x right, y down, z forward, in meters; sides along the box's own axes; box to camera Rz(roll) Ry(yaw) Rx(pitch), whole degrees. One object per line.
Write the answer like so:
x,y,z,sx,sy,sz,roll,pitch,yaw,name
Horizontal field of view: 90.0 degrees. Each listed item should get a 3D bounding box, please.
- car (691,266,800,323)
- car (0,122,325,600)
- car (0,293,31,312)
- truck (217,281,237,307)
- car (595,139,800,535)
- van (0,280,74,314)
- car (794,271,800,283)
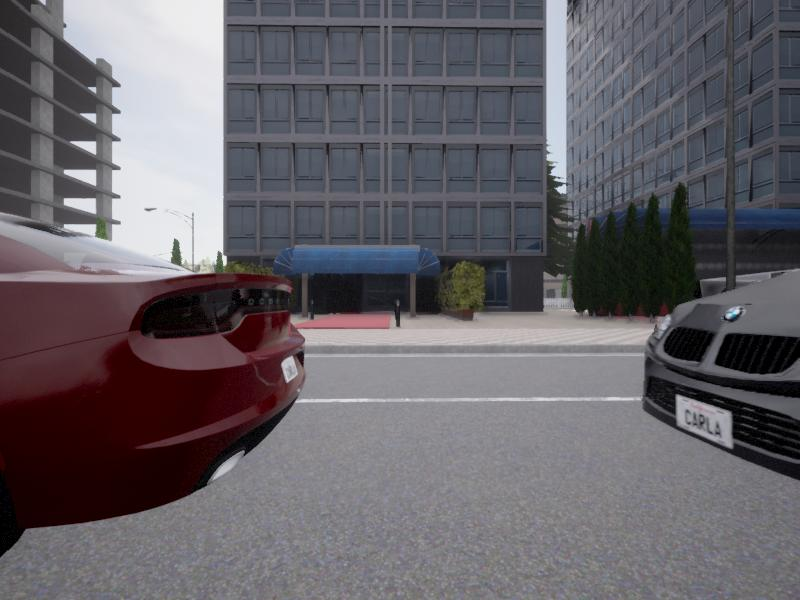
15.472,-0.198,15.717,6.274,2.098,2.390,0,0,29,car
-3.069,0.223,2.122,5.008,1.535,1.882,0,0,-1,car
-33.484,0.201,32.650,1.801,1.575,5.366,0,0,-1,car
-27.826,-0.930,64.637,2.891,3.827,8.468,0,0,-22,truck
3.974,0.156,2.300,4.611,1.667,2.242,0,0,-1,car
-29.976,-0.222,32.179,2.351,2.431,6.366,0,0,-1,van
16.540,-0.940,16.112,0.945,0.468,0.156,0,0,29,car
